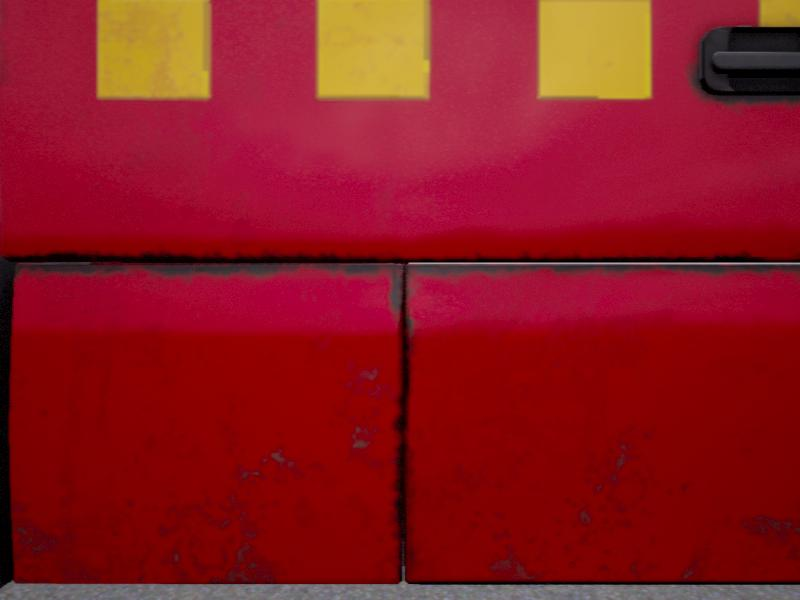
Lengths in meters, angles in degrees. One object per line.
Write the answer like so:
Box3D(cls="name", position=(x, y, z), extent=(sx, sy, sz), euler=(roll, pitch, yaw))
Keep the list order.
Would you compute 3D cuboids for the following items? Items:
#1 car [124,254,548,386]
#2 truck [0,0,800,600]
Box3D(cls="car", position=(-0.744, 0.236, 5.698), extent=(4.902, 1.511, 2.128), euler=(0, 0, 0))
Box3D(cls="truck", position=(0.957, -0.920, 2.204), extent=(8.468, 3.827, 2.891), euler=(0, 0, 0))
